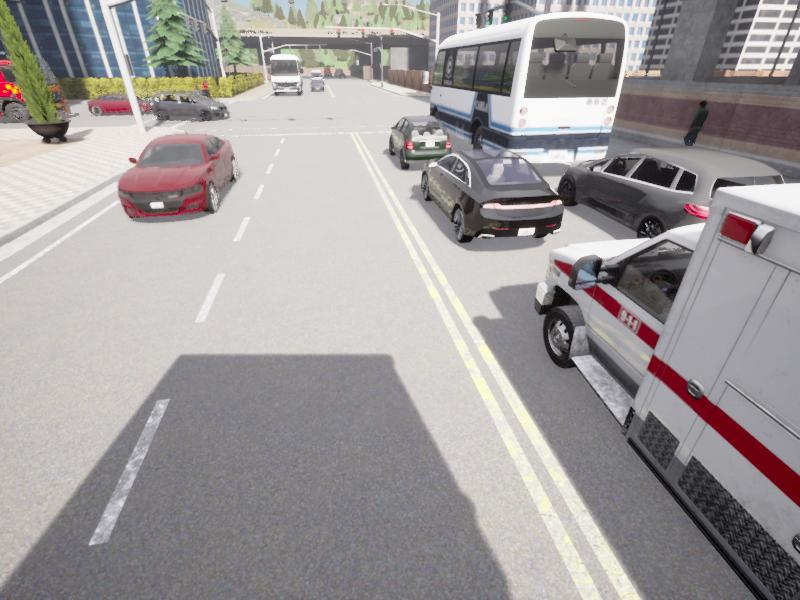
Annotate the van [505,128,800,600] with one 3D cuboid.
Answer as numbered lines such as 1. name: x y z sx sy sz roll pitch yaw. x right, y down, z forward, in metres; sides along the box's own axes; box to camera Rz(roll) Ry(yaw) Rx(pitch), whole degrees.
1. van: 3.130 0.797 2.247 2.351 2.431 6.366 -5 31 -9

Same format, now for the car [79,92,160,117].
1. car: -20.095 -14.172 28.928 4.181 1.385 1.994 -6 31 -11

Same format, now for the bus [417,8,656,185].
1. bus: 3.728 -7.941 15.399 3.944 4.253 10.273 -5 31 -9

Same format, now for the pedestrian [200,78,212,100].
1. pedestrian: -19.297 -21.017 39.811 0.751 1.860 0.751 -11 32 -19

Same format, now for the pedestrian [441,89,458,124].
1. pedestrian: 2.949 -11.647 24.068 0.751 1.860 0.751 -5 31 -9

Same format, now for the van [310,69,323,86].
1. van: -15.320 -40.904 73.546 1.988 2.561 5.915 -4 31 -7

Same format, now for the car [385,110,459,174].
1. car: 0.646 -5.790 14.391 1.789 1.549 3.705 -5 31 -9

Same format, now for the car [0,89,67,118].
1. car: -26.829 -13.605 27.686 5.238 1.638 1.930 -5 31 -9

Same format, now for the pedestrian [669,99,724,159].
1. pedestrian: 10.470 -6.057 14.194 0.751 1.860 0.751 -5 31 -9

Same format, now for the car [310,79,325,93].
1. car: -11.269 -29.204 54.594 1.812 1.442 4.674 -5 31 -9

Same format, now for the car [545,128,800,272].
1. car: 5.416 -2.437 8.534 2.242 1.667 4.611 -5 31 -9

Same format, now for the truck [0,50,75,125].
1. truck: -25.869 -12.839 24.212 8.468 3.827 2.891 -5 31 -9

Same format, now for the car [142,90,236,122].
1. car: -13.461 -12.505 25.775 4.611 1.667 2.242 3 30 6

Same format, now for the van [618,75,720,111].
1. van: 21.575 -16.732 32.262 6.366 2.431 2.351 -5 31 -8

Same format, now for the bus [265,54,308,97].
1. bus: -13.842 -27.990 49.732 3.944 4.253 10.273 -5 31 -9

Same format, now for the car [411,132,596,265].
1. car: 1.782 -2.581 8.939 2.128 1.511 4.902 -5 31 -9

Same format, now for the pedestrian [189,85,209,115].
1. pedestrian: -14.455 -14.378 28.745 0.751 1.860 0.751 -21 36 -31

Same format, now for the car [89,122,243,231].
1. car: -5.609 -3.489 10.466 1.882 1.535 5.008 -6 31 -9
